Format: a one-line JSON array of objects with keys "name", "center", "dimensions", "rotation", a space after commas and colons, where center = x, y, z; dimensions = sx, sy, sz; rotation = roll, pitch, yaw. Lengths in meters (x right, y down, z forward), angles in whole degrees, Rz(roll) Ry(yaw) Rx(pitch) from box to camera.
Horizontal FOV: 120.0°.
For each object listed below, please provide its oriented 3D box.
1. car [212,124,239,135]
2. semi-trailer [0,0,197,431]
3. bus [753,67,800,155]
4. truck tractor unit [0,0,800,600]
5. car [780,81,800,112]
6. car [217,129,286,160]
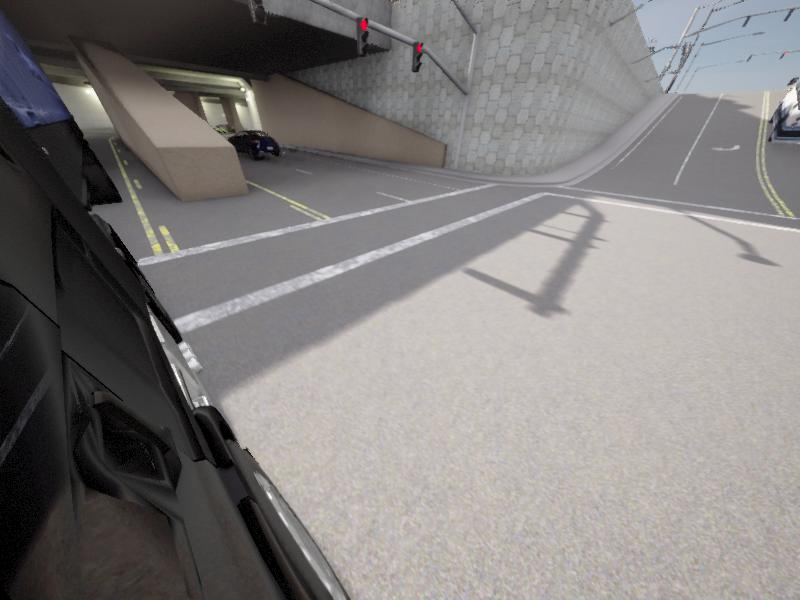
[{"name": "car", "center": [-32.045, -31.428, 42.583], "dimensions": [2.007, 1.525, 4.514], "rotation": [-4, 37, -8]}, {"name": "semi-trailer", "center": [-8.483, -3.738, 4.434], "dimensions": [14.254, 4.402, 2.717], "rotation": [31, 45, 32]}, {"name": "bus", "center": [30.752, -14.422, 16.595], "dimensions": [3.944, 4.253, 10.273], "rotation": [33, 60, 34]}, {"name": "truck tractor unit", "center": [-2.645, -0.295, 0.352], "dimensions": [6.516, 4.208, 3.053], "rotation": [28, 44, 30]}, {"name": "car", "center": [38.514, -19.484, 22.025], "dimensions": [5.366, 1.575, 1.801], "rotation": [-39, 53, -26]}, {"name": "car", "center": [-11.473, -12.123, 17.883], "dimensions": [5.027, 1.651, 2.152], "rotation": [25, 42, 27]}]
